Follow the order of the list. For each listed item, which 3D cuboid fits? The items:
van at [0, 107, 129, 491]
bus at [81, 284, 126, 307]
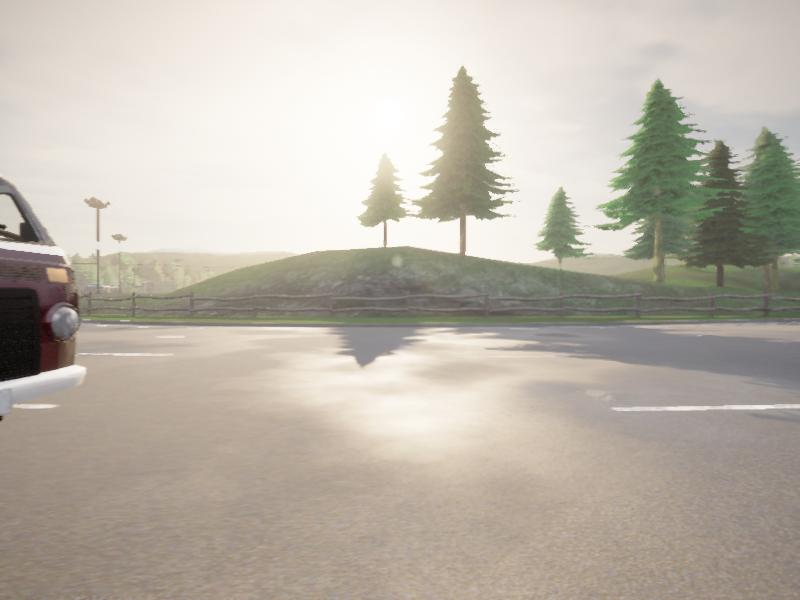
[{"bbox_3d":[-4.366,-0.020,2.193,4.480,2.038,2.069,1,0,6],"label":"van"},{"bbox_3d":[-60.348,-0.853,81.800,3.944,4.253,10.273,0,0,-16],"label":"bus"}]
